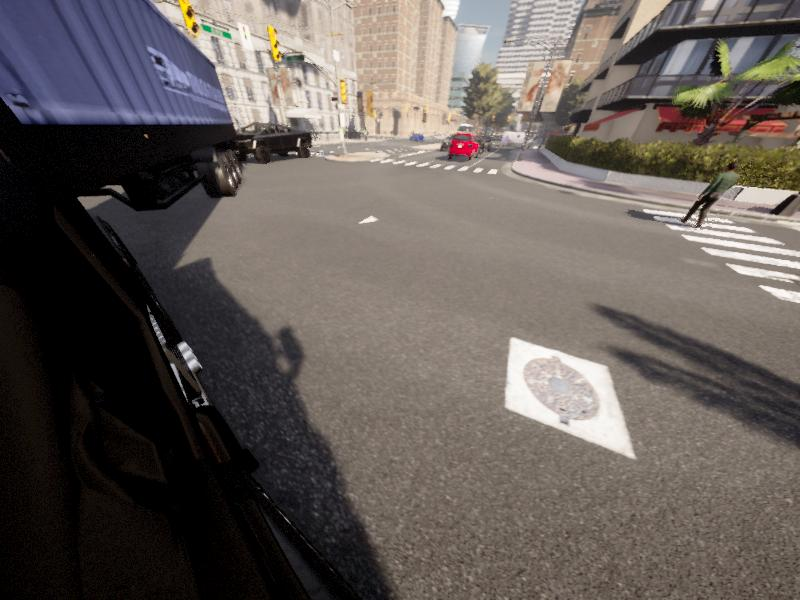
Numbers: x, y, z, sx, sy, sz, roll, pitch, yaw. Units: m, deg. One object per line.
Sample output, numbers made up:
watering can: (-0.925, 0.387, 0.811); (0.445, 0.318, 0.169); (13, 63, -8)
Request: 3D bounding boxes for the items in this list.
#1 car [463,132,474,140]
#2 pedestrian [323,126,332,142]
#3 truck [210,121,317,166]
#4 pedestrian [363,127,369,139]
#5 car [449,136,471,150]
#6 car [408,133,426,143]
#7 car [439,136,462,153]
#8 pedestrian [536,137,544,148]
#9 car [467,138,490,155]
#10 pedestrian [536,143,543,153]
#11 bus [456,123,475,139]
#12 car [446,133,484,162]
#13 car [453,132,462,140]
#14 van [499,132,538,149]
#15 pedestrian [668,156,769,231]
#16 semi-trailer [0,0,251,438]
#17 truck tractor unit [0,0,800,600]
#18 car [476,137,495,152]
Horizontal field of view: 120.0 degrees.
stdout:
car: (21.962, -52.561, 74.040); (2.150, 2.045, 5.566); (16, 39, 18)
pedestrian: (-10.543, -24.244, 33.729); (0.751, 1.860, 0.751); (15, 38, 16)
truck: (-8.876, -10.971, 16.088); (2.390, 2.098, 6.274); (13, 38, 13)
pedestrian: (-6.833, -33.359, 46.222); (0.751, 1.860, 0.751); (13, 38, 14)
car: (9.027, -23.352, 34.368); (2.007, 1.525, 4.514); (16, 39, 18)
car: (3.565, -33.152, 47.180); (1.882, 1.535, 5.008); (16, 38, 18)
car: (6.540, -20.062, 29.761); (1.789, 1.549, 3.705); (16, 39, 18)
pedestrian: (29.993, -33.800, 49.444); (0.751, 1.860, 0.751); (7, 37, 5)
car: (9.994, -19.435, 29.191); (1.837, 1.490, 4.892); (16, 39, 18)
pedestrian: (19.509, -21.335, 32.394); (0.500, 1.100, 0.500); (17, 39, 18)
bus: (23.620, -60.604, 83.097); (3.944, 4.253, 10.273); (16, 39, 18)
car: (6.270, -14.672, 22.081); (2.150, 2.045, 5.566); (16, 38, 17)
car: (18.848, -53.556, 75.317); (1.905, 1.878, 3.866); (16, 39, 18)
van: (23.407, -31.765, 45.849); (6.366, 2.431, 2.351); (16, 39, 17)
pedestrian: (9.380, -3.187, 6.960); (0.751, 1.860, 0.751); (17, 39, 19)
semi-trailer: (-6.490, -4.517, 5.606); (2.717, 4.402, 14.254); (-13, 40, -19)
truck tractor unit: (-2.645, -0.295, 0.351); (6.516, 4.208, 3.053); (28, 44, 30)
car: (12.547, -22.859, 33.864); (1.851, 1.617, 3.988); (16, 39, 18)
